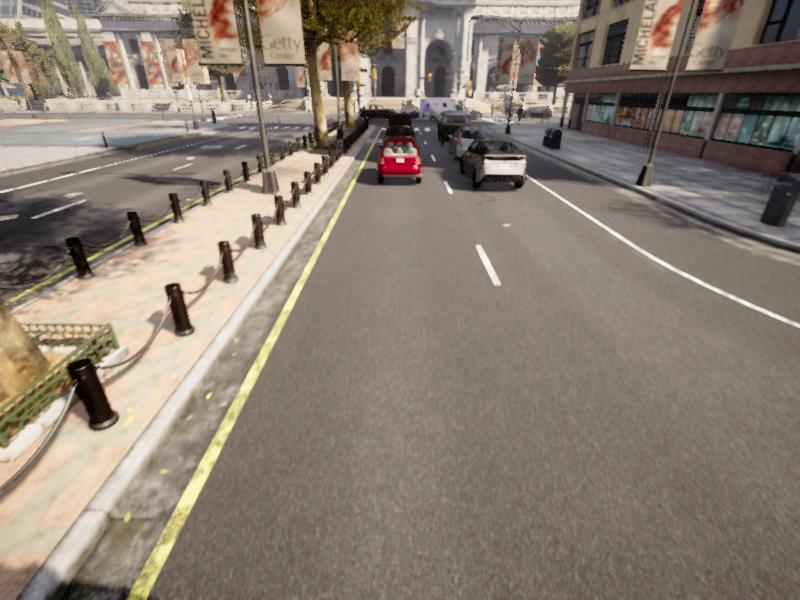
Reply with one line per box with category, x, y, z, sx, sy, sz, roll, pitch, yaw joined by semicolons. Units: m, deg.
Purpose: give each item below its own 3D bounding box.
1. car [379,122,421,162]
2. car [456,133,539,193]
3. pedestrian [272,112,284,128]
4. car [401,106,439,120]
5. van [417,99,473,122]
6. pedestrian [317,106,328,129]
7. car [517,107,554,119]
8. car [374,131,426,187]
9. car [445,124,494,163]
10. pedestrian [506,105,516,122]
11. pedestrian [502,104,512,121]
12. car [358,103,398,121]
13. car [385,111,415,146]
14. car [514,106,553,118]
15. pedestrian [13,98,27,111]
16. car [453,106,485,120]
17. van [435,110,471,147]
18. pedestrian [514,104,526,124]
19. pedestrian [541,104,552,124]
car;-0.008;-8.461;21.251;2.007;1.525;4.514;0;27;0
car;3.492;-5.365;15.315;2.007;1.525;4.514;0;27;0
pedestrian;-11.470;-16.919;37.633;0.751;1.300;0.751;3;27;5
car;2.513;-23.911;51.184;4.792;1.488;2.163;0;27;0
van;5.290;-22.700;47.855;6.366;2.431;2.351;0;27;0
pedestrian;-7.099;-16.751;36.759;0.751;1.860;0.751;-1;27;-3
car;18.388;-25.354;54.307;4.181;1.385;1.994;0;27;0
car;-0.007;-5.663;15.815;1.789;1.549;3.705;0;27;0
car;3.513;-8.252;20.891;1.845;1.501;3.633;0;27;0
pedestrian;13.083;-21.968;47.106;0.751;1.860;0.751;1;27;1
pedestrian;13.129;-22.976;49.054;0.751;1.860;0.751;0;27;-1
car;-2.592;-22.515;47.988;4.605;1.855;1.932;0;27;0
car;-0.006;-11.550;26.822;1.905;1.878;3.866;0;27;0
car;19.076;-27.006;57.389;4.792;1.488;2.163;0;27;0
pedestrian;-57.970;-29.804;60.971;0.751;1.860;0.751;-6;28;-12
car;8.751;-23.886;51.168;3.633;1.501;1.845;0;27;0
van;3.447;-11.519;26.706;1.775;1.987;4.442;0;27;0
pedestrian;12.644;-19.601;42.195;0.751;1.860;0.751;1;27;2
pedestrian;15.690;-19.907;42.828;0.751;1.860;0.751;4;28;8
